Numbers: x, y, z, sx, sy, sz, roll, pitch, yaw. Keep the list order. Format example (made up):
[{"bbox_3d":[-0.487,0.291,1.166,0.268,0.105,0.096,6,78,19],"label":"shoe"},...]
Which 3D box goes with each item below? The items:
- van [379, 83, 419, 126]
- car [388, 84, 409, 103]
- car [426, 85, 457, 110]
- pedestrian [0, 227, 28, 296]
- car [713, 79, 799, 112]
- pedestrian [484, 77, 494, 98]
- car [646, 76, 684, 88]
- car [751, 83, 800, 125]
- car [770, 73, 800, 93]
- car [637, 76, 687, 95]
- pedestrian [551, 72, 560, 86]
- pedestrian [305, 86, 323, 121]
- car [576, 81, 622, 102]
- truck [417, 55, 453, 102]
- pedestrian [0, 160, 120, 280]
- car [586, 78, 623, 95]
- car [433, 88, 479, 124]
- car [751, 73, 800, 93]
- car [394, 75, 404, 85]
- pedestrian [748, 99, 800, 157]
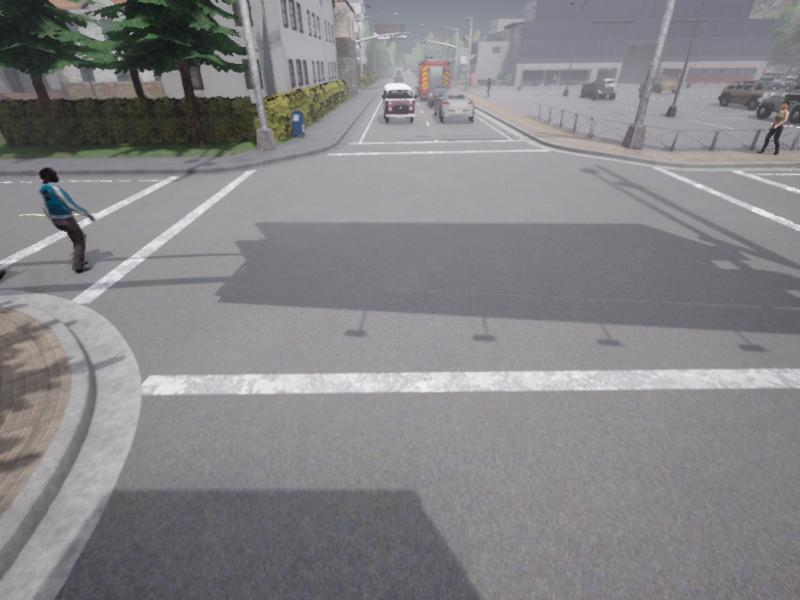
[{"bbox_3d":[-0.146,-12.302,24.980,2.069,2.038,4.480,-3,30,-4],"label":"van"},{"bbox_3d":[-0.178,-20.539,39.717,1.994,1.385,4.181,-1,30,0],"label":"car"},{"bbox_3d":[3.383,-17.023,33.476,2.038,1.542,4.974,-1,30,0],"label":"car"},{"bbox_3d":[-6.959,-0.974,6.277,0.751,1.860,0.751,-2,30,-3],"label":"pedestrian"},{"bbox_3d":[25.782,-15.052,29.270,1.932,1.855,4.605,-1,30,0],"label":"car"},{"bbox_3d":[8.962,-21.460,40.374,0.751,1.860,0.751,2,30,5],"label":"pedestrian"},{"bbox_3d":[39.449,-32.569,59.704,4.193,1.474,1.816,-1,30,0],"label":"car"},{"bbox_3d":[22.535,-11.058,22.473,1.905,1.878,3.866,-1,30,0],"label":"car"},{"bbox_3d":[44.530,-24.257,44.612,1.932,1.855,4.605,-1,30,0],"label":"car"},{"bbox_3d":[28.834,-23.821,44.298,2.152,1.636,5.027,-1,30,0],"label":"car"},{"bbox_3d":[24.727,-35.132,63.650,0.751,1.860,0.751,0,30,1],"label":"pedestrian"},{"bbox_3d":[-5.215,-11.918,24.287,0.751,1.860,0.751,-1,30,-1],"label":"pedestrian"},{"bbox_3d":[18.793,-19.857,38.018,2.007,1.523,4.514,-1,30,0],"label":"car"},{"bbox_3d":[3.356,-22.792,41.065,2.891,3.827,8.468,-1,30,0],"label":"truck"},{"bbox_3d":[-5.804,-1.377,6.935,0.751,1.860,0.751,7,31,13],"label":"pedestrian"},{"bbox_3d":[22.419,-23.516,44.065,1.970,1.475,3.806,-1,30,0],"label":"car"},{"bbox_3d":[3.450,-12.516,25.686,2.152,1.651,5.027,-1,30,0],"label":"car"},{"bbox_3d":[41.627,-24.033,44.248,1.905,1.878,3.866,-1,30,0],"label":"car"},{"bbox_3d":[-0.227,-41.406,75.230,1.837,1.490,4.892,-1,30,0],"label":"car"},{"bbox_3d":[13.758,-6.273,14.605,0.751,1.860,0.751,-1,30,0],"label":"pedestrian"}]
